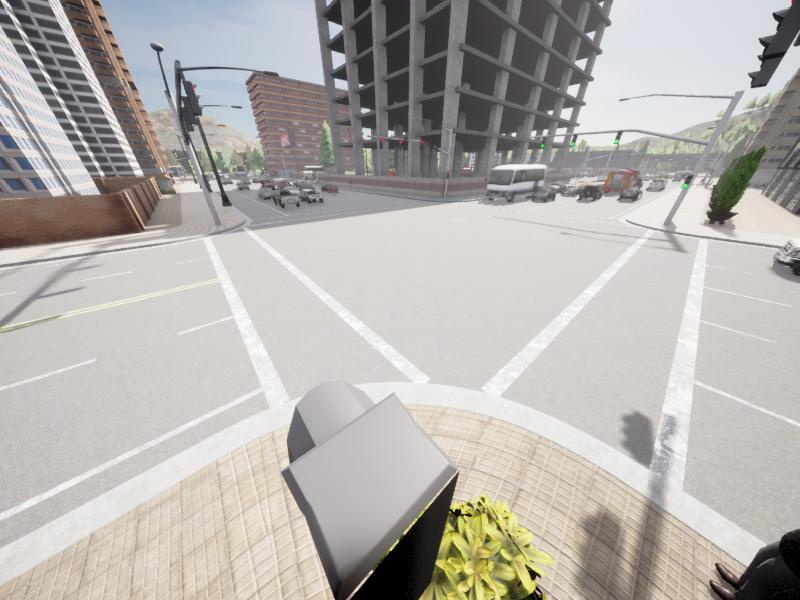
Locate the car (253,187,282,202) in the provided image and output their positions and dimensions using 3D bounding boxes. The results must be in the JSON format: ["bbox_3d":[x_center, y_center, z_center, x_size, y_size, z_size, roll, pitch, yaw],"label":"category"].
[{"bbox_3d":[-18.199,-14.545,31.718,2.163,1.488,4.792,-22,37,-34],"label":"car"}]

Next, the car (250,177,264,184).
[{"bbox_3d":[-39.141,-32.677,63.150,2.007,1.525,4.514,-22,37,-34],"label":"car"}]

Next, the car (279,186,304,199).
[{"bbox_3d":[-16.056,-15.978,34.236,1.812,1.442,4.674,-22,37,-33],"label":"car"}]

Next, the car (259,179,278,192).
[{"bbox_3d":[-24.476,-21.260,42.937,1.905,1.878,3.866,-22,37,-34],"label":"car"}]

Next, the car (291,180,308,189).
[{"bbox_3d":[-21.576,-24.821,49.521,1.970,1.475,3.806,-23,37,-34],"label":"car"}]

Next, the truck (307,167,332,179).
[{"bbox_3d":[-31.869,-50.410,91.485,8.468,3.827,2.891,-23,37,-34],"label":"truck"}]

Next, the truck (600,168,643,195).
[{"bbox_3d":[38.292,-20.583,39.833,8.468,3.827,2.891,-23,37,-34],"label":"truck"}]

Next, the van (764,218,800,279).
[{"bbox_3d":[18.941,-1.344,7.908,2.351,2.431,6.366,-23,37,-34],"label":"van"}]

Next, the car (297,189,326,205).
[{"bbox_3d":[-11.249,-13.098,29.215,1.970,1.475,3.806,-22,37,-33],"label":"car"}]

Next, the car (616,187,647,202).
[{"bbox_3d":[31.790,-14.561,31.699,4.514,1.525,2.007,-23,37,-34],"label":"car"}]

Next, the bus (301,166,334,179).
[{"bbox_3d":[-31.266,-48.648,88.006,10.273,4.253,3.944,-23,37,-34],"label":"bus"}]

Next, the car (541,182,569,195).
[{"bbox_3d":[26.902,-19.431,39.986,4.611,1.667,2.242,-23,37,-34],"label":"car"}]

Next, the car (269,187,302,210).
[{"bbox_3d":[-13.065,-11.646,26.299,1.932,1.855,4.605,-21,36,-32],"label":"car"}]

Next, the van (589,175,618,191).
[{"bbox_3d":[40.159,-23.059,45.518,6.366,2.431,2.351,-23,37,-34],"label":"van"}]

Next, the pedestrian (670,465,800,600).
[{"bbox_3d":[3.453,2.233,1.925,0.751,1.860,0.751,-15,33,-24],"label":"pedestrian"}]

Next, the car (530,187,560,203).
[{"bbox_3d":[19.024,-13.768,30.299,3.705,1.549,1.789,-23,37,-34],"label":"car"}]

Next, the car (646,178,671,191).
[{"bbox_3d":[50.912,-22.847,45.536,5.566,2.045,2.150,-23,37,-34],"label":"car"}]

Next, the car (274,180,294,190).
[{"bbox_3d":[-23.571,-23.344,46.812,2.033,1.649,4.856,-22,37,-34],"label":"car"}]

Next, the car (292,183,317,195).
[{"bbox_3d":[-16.103,-18.788,39.030,2.128,1.511,4.902,-23,37,-34],"label":"car"}]

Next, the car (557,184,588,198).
[{"bbox_3d":[26.967,-17.095,36.103,4.902,1.511,2.128,-23,37,-34],"label":"car"}]

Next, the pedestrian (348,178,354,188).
[{"bbox_3d":[-10.181,-24.356,47.977,0.751,1.860,0.751,-22,37,-33],"label":"pedestrian"}]

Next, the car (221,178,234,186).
[{"bbox_3d":[-43.163,-29.633,57.846,1.816,1.474,4.193,-22,37,-34],"label":"car"}]

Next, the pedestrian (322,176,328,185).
[{"bbox_3d":[-18.444,-29.504,56.895,0.751,1.860,0.751,-24,38,-36],"label":"pedestrian"}]

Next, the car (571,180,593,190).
[{"bbox_3d":[37.959,-24.053,48.085,5.366,1.575,1.801,-23,37,-34],"label":"car"}]

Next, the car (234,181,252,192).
[{"bbox_3d":[-29.904,-21.671,43.933,1.851,1.617,3.988,-22,37,-34],"label":"car"}]

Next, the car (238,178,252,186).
[{"bbox_3d":[-39.099,-29.929,58.341,1.837,1.490,4.892,-22,37,-34],"label":"car"}]

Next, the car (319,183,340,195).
[{"bbox_3d":[-12.156,-19.161,39.640,1.789,1.549,3.705,-22,37,-33],"label":"car"}]

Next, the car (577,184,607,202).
[{"bbox_3d":[26.143,-14.625,31.447,3.866,1.878,1.905,-23,37,-34],"label":"car"}]

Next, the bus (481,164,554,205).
[{"bbox_3d":[15.913,-15.839,31.179,10.273,4.253,3.944,-23,37,-34],"label":"bus"}]
